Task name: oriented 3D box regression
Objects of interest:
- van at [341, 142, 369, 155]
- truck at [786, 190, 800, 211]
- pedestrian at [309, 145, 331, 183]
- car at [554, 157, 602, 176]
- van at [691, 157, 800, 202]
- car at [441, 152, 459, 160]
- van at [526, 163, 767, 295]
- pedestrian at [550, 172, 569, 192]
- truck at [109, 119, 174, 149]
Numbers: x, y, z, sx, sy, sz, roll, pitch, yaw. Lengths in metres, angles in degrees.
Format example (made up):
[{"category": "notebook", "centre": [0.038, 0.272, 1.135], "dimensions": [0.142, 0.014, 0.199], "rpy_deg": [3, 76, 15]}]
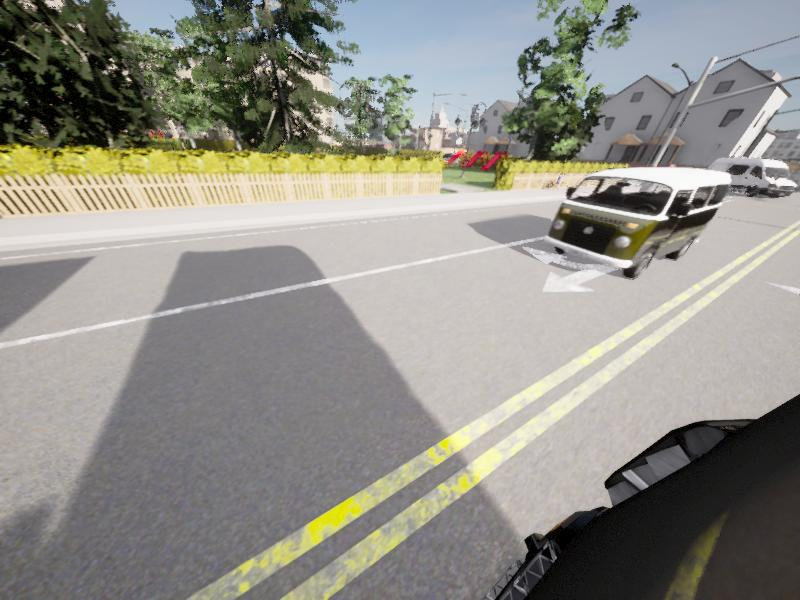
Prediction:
[{"category": "van", "centre": [-11.510, -38.968, 59.436], "dimensions": [6.366, 2.431, 2.351], "rpy_deg": [-14, 37, -24]}, {"category": "truck", "centre": [52.390, -12.915, 29.219], "dimensions": [5.204, 2.467, 2.627], "rpy_deg": [-3, 31, -32]}, {"category": "pedestrian", "centre": [-4.705, -8.011, 13.632], "dimensions": [0.751, 1.860, 0.751], "rpy_deg": [5, 34, 3]}, {"category": "car", "centre": [24.405, -18.483, 31.901], "dimensions": [1.932, 1.855, 4.605], "rpy_deg": [-15, 37, -25]}, {"category": "van", "centre": [28.801, -10.128, 19.081], "dimensions": [1.988, 2.561, 5.915], "rpy_deg": [8, 34, 5]}, {"category": "car", "centre": [12.162, -35.258, 56.566], "dimensions": [1.812, 1.442, 4.674], "rpy_deg": [-15, 38, -25]}, {"category": "van", "centre": [5.715, -1.995, 5.534], "dimensions": [4.480, 2.038, 2.069], "rpy_deg": [-15, 38, -25]}, {"category": "pedestrian", "centre": [10.189, -7.557, 14.773], "dimensions": [0.500, 1.100, 0.500], "rpy_deg": [-14, 37, -23]}, {"category": "truck", "centre": [-44.769, -28.900, 40.578], "dimensions": [2.891, 3.827, 8.468], "rpy_deg": [-7, 34, -11]}]
